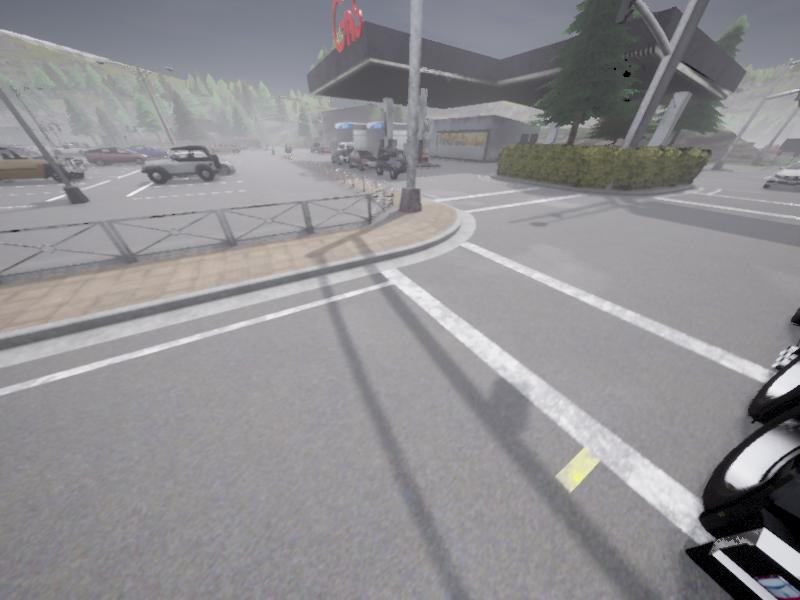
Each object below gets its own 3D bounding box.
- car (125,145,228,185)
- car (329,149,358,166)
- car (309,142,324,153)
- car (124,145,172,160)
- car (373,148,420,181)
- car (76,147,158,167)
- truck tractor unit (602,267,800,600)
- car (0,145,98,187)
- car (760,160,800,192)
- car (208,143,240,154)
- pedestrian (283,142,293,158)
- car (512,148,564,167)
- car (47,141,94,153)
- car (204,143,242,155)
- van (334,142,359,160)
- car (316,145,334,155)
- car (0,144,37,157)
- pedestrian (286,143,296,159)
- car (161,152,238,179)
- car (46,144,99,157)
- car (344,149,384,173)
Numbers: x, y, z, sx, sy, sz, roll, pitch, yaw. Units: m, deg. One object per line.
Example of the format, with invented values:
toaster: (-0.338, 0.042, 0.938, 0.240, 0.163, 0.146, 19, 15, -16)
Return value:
car: (-13.279, -8.354, 14.170, 3.866, 1.878, 1.905, -18, 39, -24)
car: (-6.641, -16.700, 26.972, 1.970, 1.475, 3.806, -18, 39, -24)
car: (-17.674, -32.211, 48.793, 1.905, 1.878, 3.866, -18, 39, -24)
car: (-32.207, -18.993, 29.713, 3.633, 1.501, 1.845, -18, 39, -24)
car: (-0.379, -10.482, 17.733, 1.905, 1.878, 3.866, -18, 39, -24)
car: (-27.294, -14.019, 22.573, 4.514, 1.523, 2.007, -18, 39, -24)
truck tractor unit: (5.118, -0.293, 0.781, 6.516, 4.208, 3.053, -18, 39, -24)
car: (-21.742, -7.776, 13.303, 4.605, 1.855, 1.932, -18, 39, -24)
car: (24.359, -7.552, 13.958, 4.674, 1.442, 1.812, -17, 38, -24)
car: (-33.006, -28.574, 43.502, 4.514, 1.523, 2.007, -18, 39, -24)
pedestrian: (-16.341, -21.845, 33.633, 0.751, 1.860, 0.751, -18, 39, -25)
car: (16.527, -17.253, 27.914, 2.242, 1.667, 4.611, -18, 39, -24)
car: (-64.316, -30.001, 45.229, 4.605, 1.855, 1.932, -18, 39, -25)
car: (-31.407, -27.033, 41.286, 5.027, 1.636, 2.152, -18, 39, -24)
van: (-8.092, -22.497, 34.790, 2.069, 2.038, 4.480, -18, 39, -24)
car: (-14.490, -28.811, 44.255, 2.007, 1.525, 4.514, -18, 39, -24)
car: (-55.618, -21.265, 32.869, 3.633, 1.501, 1.845, -18, 39, -24)
pedestrian: (-14.830, -20.350, 31.498, 0.751, 1.860, 0.751, -19, 39, -25)
car: (-14.396, -9.949, 16.948, 3.806, 1.475, 1.970, -18, 39, -24)
car: (-47.696, -21.845, 33.789, 3.806, 1.475, 1.970, -18, 39, -24)
car: (-3.541, -13.601, 22.415, 2.033, 1.649, 4.856, -18, 39, -24)
